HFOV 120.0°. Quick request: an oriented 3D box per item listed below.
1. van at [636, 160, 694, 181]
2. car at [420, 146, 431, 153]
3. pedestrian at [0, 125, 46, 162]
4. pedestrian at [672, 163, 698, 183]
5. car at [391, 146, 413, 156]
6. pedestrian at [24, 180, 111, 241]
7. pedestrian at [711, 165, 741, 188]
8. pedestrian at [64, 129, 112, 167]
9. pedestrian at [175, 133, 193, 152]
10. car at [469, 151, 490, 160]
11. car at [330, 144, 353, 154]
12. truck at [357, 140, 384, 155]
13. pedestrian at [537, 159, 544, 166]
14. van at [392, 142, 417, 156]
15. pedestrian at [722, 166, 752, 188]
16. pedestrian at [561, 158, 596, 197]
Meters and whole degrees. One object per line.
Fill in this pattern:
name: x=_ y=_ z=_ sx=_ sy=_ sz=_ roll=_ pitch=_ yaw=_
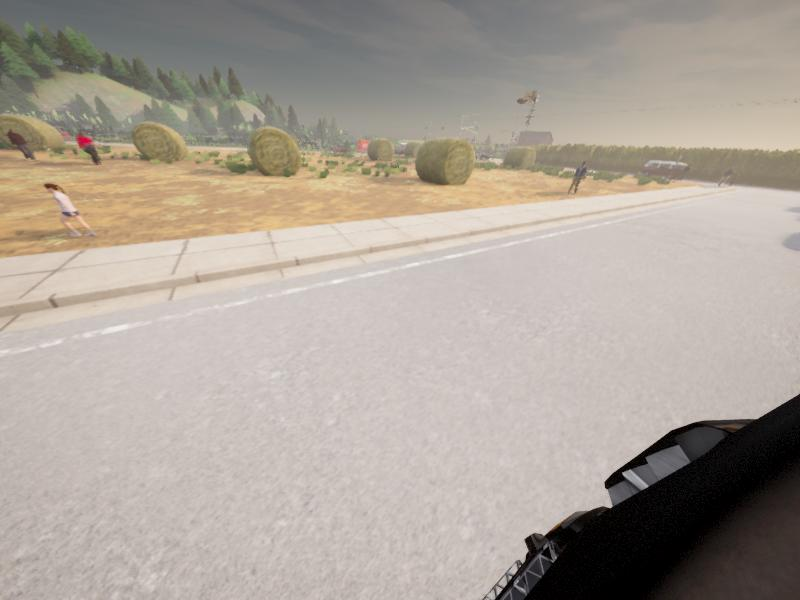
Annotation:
van: x=36.001 y=-17.744 z=31.558 sx=2.069 sy=2.038 sz=4.480 roll=-15 pitch=38 yaw=-25
car: x=8.278 y=-48.727 z=74.709 sx=1.789 sy=1.549 sz=3.705 roll=-12 pitch=40 yaw=-21
pedestrian: x=-23.475 y=-9.681 z=14.320 sx=0.751 sy=1.860 sz=0.751 roll=13 pitch=35 yaw=14
pedestrian: x=31.200 y=-13.925 z=25.292 sx=0.751 sy=1.860 sz=0.751 roll=4 pitch=34 yaw=1
car: x=0.461 y=-34.835 z=53.964 sx=4.553 sy=1.767 sz=2.097 roll=-13 pitch=37 yaw=-23
pedestrian: x=-6.961 y=-1.903 z=4.911 sx=0.500 sy=1.100 sz=0.500 roll=-15 pitch=38 yaw=-25
pedestrian: x=31.110 y=-11.765 z=22.088 sx=0.751 sy=1.860 sz=0.751 roll=-14 pitch=38 yaw=-24
pedestrian: x=-18.679 y=-9.099 z=13.872 sx=0.751 sy=1.860 sz=0.751 roll=8 pitch=34 yaw=7
pedestrian: x=-26.323 y=-19.170 z=28.116 sx=0.751 sy=1.860 sz=0.751 roll=15 pitch=36 yaw=17
car: x=20.707 y=-37.741 z=60.298 sx=2.038 sy=1.542 sz=4.974 roll=-14 pitch=38 yaw=-24
car: x=-12.294 y=-31.656 z=48.453 sx=4.193 sy=1.474 sz=1.816 roll=-13 pitch=37 yaw=-23
truck: x=-6.505 y=-33.448 z=50.706 sx=5.204 sy=2.467 sz=2.627 roll=-13 pitch=37 yaw=-23
pedestrian: x=24.498 y=-23.939 z=40.266 sx=0.500 sy=1.100 sz=0.500 roll=-16 pitch=39 yaw=-27
van: x=1.182 y=-37.538 z=57.360 sx=5.915 sy=2.561 sz=1.988 roll=-14 pitch=38 yaw=-24
pedestrian: x=33.123 y=-12.094 z=22.748 sx=0.751 sy=1.860 sz=0.751 roll=-15 pitch=38 yaw=-25
pedestrian: x=10.257 y=-7.047 z=13.319 sx=0.751 sy=1.860 sz=0.751 roll=-18 pitch=39 yaw=-28
